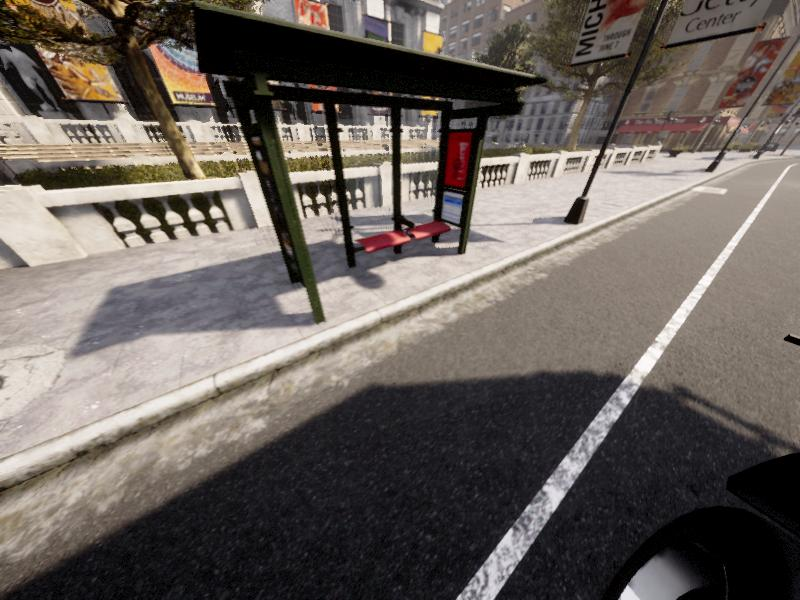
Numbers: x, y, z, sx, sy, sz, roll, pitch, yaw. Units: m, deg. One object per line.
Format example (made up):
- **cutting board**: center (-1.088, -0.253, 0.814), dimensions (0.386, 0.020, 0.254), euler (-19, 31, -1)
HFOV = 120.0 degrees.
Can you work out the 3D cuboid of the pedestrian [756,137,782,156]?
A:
- **pedestrian**: center (44.589, -18.539, 27.944), dimensions (0.751, 1.860, 0.751), euler (-15, 38, -20)
